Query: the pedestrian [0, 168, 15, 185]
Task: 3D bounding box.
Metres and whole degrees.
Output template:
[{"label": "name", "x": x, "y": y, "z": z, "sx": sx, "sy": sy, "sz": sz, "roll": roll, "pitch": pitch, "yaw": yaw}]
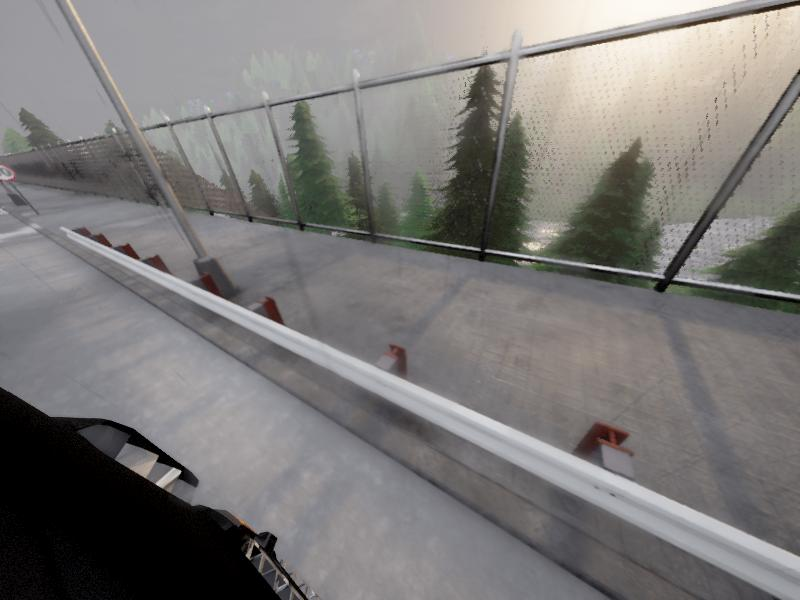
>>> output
[{"label": "pedestrian", "x": -52.778, "y": -16.411, "z": 30.724, "sx": 0.751, "sy": 1.860, "sz": 0.751, "roll": 17, "pitch": 39, "yaw": 27}]
